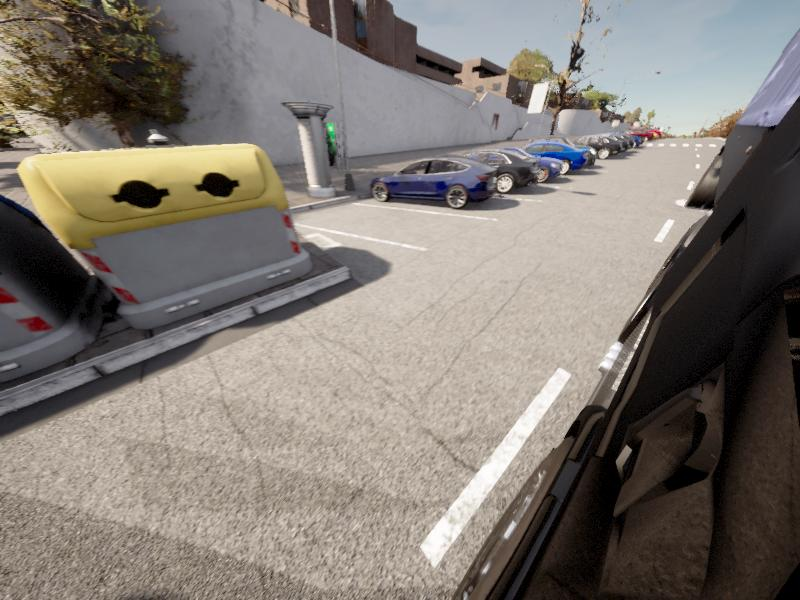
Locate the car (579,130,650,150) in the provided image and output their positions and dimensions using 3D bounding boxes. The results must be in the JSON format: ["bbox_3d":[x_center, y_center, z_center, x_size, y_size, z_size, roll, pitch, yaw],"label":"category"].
[{"bbox_3d":[22.533,-16.995,24.599,5.008,1.535,2.097,13,38,21],"label":"car"}]

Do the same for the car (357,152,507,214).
[{"bbox_3d":[1.065,-4.491,8.601,4.792,1.488,2.163,16,40,25],"label":"car"}]

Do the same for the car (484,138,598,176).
[{"bbox_3d":[7.722,-8.146,13.193,5.008,1.535,2.097,15,40,24],"label":"car"}]

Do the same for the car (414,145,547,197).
[{"bbox_3d":[3.325,-5.707,10.091,4.892,1.521,2.231,16,40,25],"label":"car"}]

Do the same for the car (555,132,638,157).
[{"bbox_3d":[16.295,-13.141,19.604,4.892,1.521,2.231,14,39,22],"label":"car"}]

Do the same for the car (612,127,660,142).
[{"bbox_3d":[37.006,-26.088,36.459,4.553,1.767,2.185,13,37,21],"label":"car"}]

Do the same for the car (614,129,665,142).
[{"bbox_3d":[39.284,-27.209,38.174,5.366,1.575,1.946,13,37,21],"label":"car"}]

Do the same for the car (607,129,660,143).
[{"bbox_3d":[34.969,-24.703,34.798,5.008,1.535,2.097,13,38,21],"label":"car"}]

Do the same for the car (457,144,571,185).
[{"bbox_3d":[5.531,-6.894,11.665,4.674,1.452,2.002,16,39,24],"label":"car"}]

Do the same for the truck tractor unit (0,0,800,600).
[{"bbox_3d":[2.645,-0.295,0.351,6.516,4.208,3.053,-28,44,-30],"label":"truck tractor unit"}]

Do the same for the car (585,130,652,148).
[{"bbox_3d":[24.600,-18.286,26.284,5.008,1.535,2.097,13,38,21],"label":"car"}]

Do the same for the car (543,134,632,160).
[{"bbox_3d":[14.179,-11.875,17.974,4.892,1.521,2.231,14,39,23],"label":"car"}]

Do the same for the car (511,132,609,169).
[{"bbox_3d":[9.857,-9.492,14.715,4.553,1.767,2.185,15,39,24],"label":"car"}]

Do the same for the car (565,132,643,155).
[{"bbox_3d":[18.396,-14.416,21.252,4.892,1.521,2.231,14,39,22],"label":"car"}]

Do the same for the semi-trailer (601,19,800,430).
[{"bbox_3d":[8.607,-3.604,4.401,14.254,4.402,2.717,-29,43,-32],"label":"semi-trailer"}]
